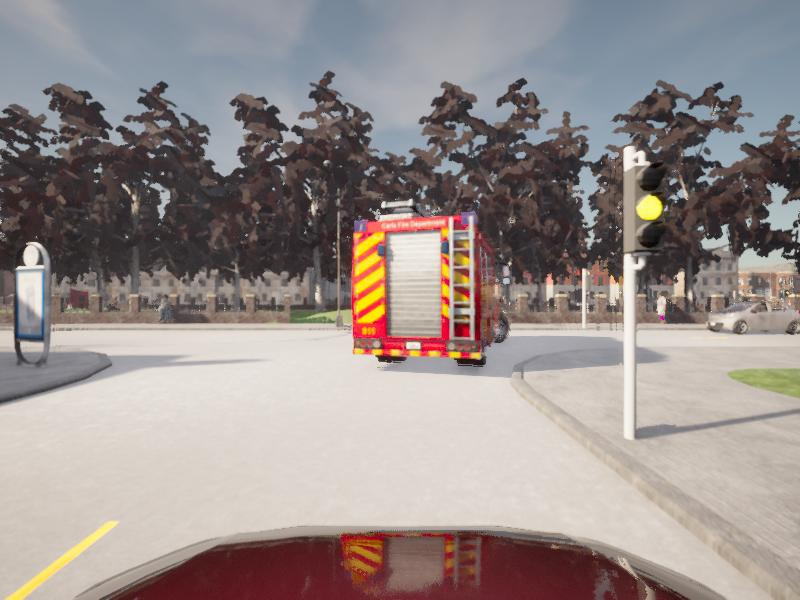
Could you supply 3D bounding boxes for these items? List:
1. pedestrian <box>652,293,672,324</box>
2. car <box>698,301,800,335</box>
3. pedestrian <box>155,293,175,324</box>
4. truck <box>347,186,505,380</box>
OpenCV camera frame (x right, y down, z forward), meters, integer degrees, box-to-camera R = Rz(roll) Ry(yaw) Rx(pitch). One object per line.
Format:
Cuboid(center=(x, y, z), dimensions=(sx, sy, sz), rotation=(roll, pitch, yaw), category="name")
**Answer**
Cuboid(center=(15.759, 0.508, 24.074), dimensions=(0.751, 1.860, 0.751), rotation=(0, 0, -1), category="pedestrian")
Cuboid(center=(16.547, 0.807, 18.896), dimensions=(3.633, 1.501, 1.845), rotation=(0, 0, -2), category="car")
Cuboid(center=(-14.111, 0.508, 24.055), dimensions=(0.751, 1.860, 0.751), rotation=(0, 0, 0), category="pedestrian")
Cuboid(center=(1.511, -0.333, 12.356), dimensions=(2.891, 3.827, 8.468), rotation=(0, 0, 18), category="truck")
